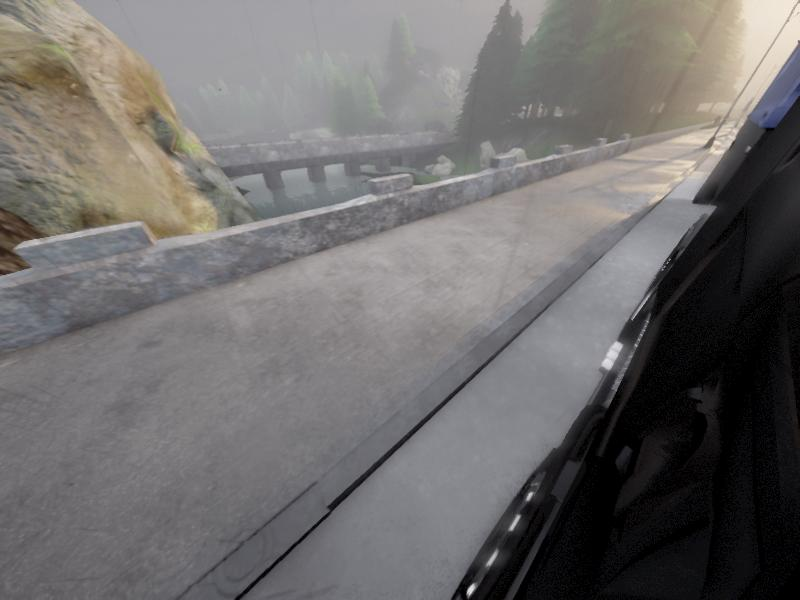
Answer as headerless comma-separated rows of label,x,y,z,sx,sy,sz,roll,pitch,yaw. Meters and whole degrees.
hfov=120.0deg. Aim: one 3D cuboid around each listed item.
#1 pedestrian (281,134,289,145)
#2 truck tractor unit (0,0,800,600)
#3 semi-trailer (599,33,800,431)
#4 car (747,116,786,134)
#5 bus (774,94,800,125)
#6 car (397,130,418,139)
pedestrian,-24.379,-33.907,48.902,0.751,1.860,0.751,-27,43,-29
truck tractor unit,2.645,-0.295,0.351,6.516,4.208,3.053,-28,44,-30
semi-trailer,8.651,-3.630,4.284,14.254,4.402,2.717,-29,44,-30
car,43.984,-21.091,27.833,3.988,1.617,1.851,-28,44,-30
bus,74.805,-35.408,42.873,10.273,4.253,3.944,-28,43,-30
car,1.868,-40.418,56.465,5.008,1.535,1.882,-28,43,-30
